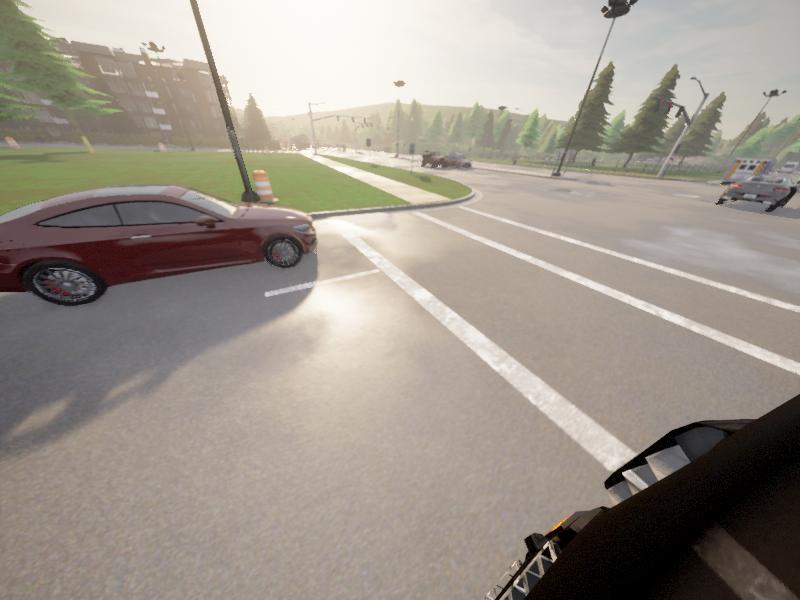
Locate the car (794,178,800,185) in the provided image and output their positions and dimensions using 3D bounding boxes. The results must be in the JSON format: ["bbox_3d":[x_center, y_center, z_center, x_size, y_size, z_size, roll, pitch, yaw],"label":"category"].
[{"bbox_3d":[53.300,-15.517,29.709,4.718,1.301,1.895,-16,38,-26],"label":"car"}]

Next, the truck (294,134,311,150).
[{"bbox_3d":[-30.972,-50.083,73.264,2.891,3.827,8.468,-16,38,-26],"label":"truck"}]

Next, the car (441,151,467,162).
[{"bbox_3d":[10.466,-28.087,45.207,1.930,1.638,5.238,-16,38,-25],"label":"car"}]

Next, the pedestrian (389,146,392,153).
[{"bbox_3d":[-3.184,-49.638,75.982,0.751,1.860,0.751,1,34,-3],"label":"pedestrian"}]

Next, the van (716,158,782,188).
[{"bbox_3d":[37.402,-13.638,24.757,6.366,2.431,2.351,-16,38,-26],"label":"van"}]

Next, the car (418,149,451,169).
[{"bbox_3d":[4.235,-17.573,28.803,1.905,1.878,3.866,-16,38,-25],"label":"car"}]

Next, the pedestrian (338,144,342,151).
[{"bbox_3d":[-18.639,-47.288,71.482,0.751,1.860,0.751,-16,38,-26],"label":"pedestrian"}]

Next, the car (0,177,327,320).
[{"bbox_3d":[-4.028,-1.286,4.235,4.674,1.442,1.812,-16,38,-26],"label":"car"}]

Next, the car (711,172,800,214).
[{"bbox_3d":[20.764,-6.267,13.275,5.027,1.651,2.152,-16,38,-26],"label":"car"}]

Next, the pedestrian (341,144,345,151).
[{"bbox_3d":[-17.044,-45.728,69.245,0.751,1.860,0.751,-17,38,-26],"label":"pedestrian"}]

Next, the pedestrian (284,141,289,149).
[{"bbox_3d":[-30.537,-41.573,62.002,0.751,1.860,0.751,-16,38,-26],"label":"pedestrian"}]

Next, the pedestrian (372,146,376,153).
[{"bbox_3d":[-8.293,-47.738,73.073,0.751,1.860,0.751,-24,42,-34],"label":"pedestrian"}]

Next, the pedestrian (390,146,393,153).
[{"bbox_3d":[-2.952,-49.991,76.527,0.751,1.860,0.751,-17,38,-26],"label":"pedestrian"}]

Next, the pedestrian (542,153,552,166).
[{"bbox_3d":[26.566,-25.410,41.816,0.751,1.860,0.751,-13,37,-22],"label":"pedestrian"}]

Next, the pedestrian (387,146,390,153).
[{"bbox_3d":[-3.829,-49.597,76.120,0.751,1.860,0.751,-16,38,-25],"label":"pedestrian"}]

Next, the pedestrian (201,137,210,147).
[{"bbox_3d":[-44.745,-36.295,53.100,0.751,1.860,0.751,-6,35,-13],"label":"pedestrian"}]

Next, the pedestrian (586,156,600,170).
[{"bbox_3d":[29.946,-21.225,35.787,0.751,1.860,0.751,-14,37,-23],"label":"pedestrian"}]

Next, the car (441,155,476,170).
[{"bbox_3d":[7.477,-18.005,30.147,1.994,1.385,4.181,-16,38,-25],"label":"car"}]
